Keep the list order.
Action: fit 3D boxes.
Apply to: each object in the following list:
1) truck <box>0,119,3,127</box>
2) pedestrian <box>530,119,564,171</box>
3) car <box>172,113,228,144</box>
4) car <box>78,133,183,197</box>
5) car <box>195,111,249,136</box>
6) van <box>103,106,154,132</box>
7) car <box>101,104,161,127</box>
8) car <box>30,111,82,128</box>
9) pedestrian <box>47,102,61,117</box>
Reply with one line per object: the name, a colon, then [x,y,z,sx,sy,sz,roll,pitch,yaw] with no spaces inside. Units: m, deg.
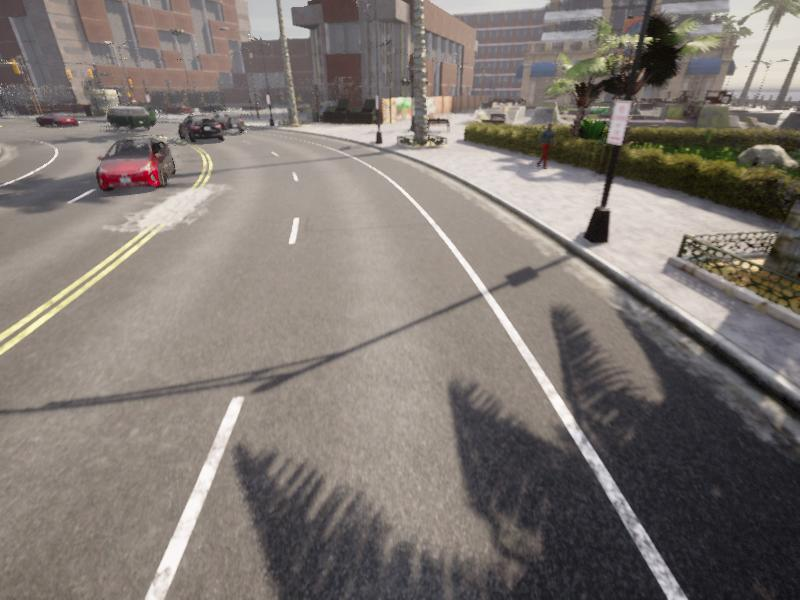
truck: [-44.798,-19.031,41.344,6.274,2.098,2.390,10,29,19]
pedestrian: [5.916,-6.286,16.208,0.751,1.860,0.751,-6,28,-11]
car: [-14.434,-12.394,28.748,2.242,1.667,4.611,-20,33,-33]
car: [-9.777,-5.204,15.009,2.007,1.525,4.514,-9,29,-16]
car: [-15.156,-15.099,34.018,2.152,1.651,5.027,-24,36,-38]
van: [-25.044,-16.736,36.867,4.442,1.987,1.775,17,31,29]
car: [-28.110,-19.334,41.835,5.566,2.045,2.150,12,30,23]
car: [-35.715,-18.769,41.549,4.181,1.385,1.994,11,29,20]
pedestrian: [-48.512,-26.740,56.108,0.751,1.860,0.751,8,29,16]
